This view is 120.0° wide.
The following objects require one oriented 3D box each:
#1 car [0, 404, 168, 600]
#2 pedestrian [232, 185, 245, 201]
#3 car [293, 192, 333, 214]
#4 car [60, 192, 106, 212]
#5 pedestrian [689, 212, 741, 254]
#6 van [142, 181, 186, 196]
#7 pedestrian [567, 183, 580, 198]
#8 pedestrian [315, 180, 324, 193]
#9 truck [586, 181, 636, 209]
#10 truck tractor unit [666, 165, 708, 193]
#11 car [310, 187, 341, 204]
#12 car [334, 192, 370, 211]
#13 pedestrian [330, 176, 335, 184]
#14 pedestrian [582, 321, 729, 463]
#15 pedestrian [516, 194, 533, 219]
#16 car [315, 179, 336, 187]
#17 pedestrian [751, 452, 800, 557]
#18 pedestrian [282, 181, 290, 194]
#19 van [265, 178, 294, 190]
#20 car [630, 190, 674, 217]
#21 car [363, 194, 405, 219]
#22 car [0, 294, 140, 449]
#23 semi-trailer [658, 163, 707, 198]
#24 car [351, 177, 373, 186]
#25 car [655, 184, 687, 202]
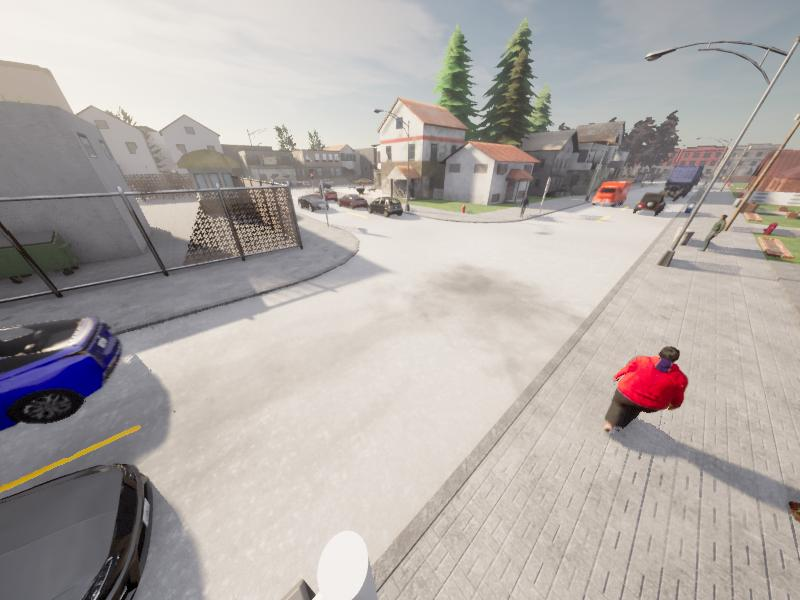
[{"bbox_3d":[-4.609,2.940,1.439,4.193,1.474,1.816,-23,37,-34],"label":"car"},{"bbox_3d":[-20.716,-13.719,29.653,0.751,1.860,0.751,-11,32,-18],"label":"pedestrian"},{"bbox_3d":[-9.255,-10.369,24.454,2.128,1.511,4.902,-23,37,-34],"label":"car"},{"bbox_3d":[-33.330,-10.450,24.440,1.816,1.474,4.193,-23,37,-34],"label":"car"},{"bbox_3d":[16.017,-3.428,11.827,0.751,1.860,0.751,20,35,30],"label":"pedestrian"},{"bbox_3d":[-37.916,-18.056,37.294,4.442,1.987,1.775,-22,37,-33],"label":"van"},{"bbox_3d":[24.966,-15.818,33.287,0.751,1.860,0.751,-22,37,-33],"label":"pedestrian"},{"bbox_3d":[-13.575,-19.096,38.948,0.751,1.860,0.751,27,39,38],"label":"pedestrian"},{"bbox_3d":[24.552,-12.327,26.883,5.204,2.467,2.627,-23,37,-34],"label":"truck"},{"bbox_3d":[51.741,-21.858,41.661,6.516,4.208,3.053,-23,37,-34],"label":"truck tractor unit"},{"bbox_3d":[-9.926,-13.902,30.558,2.007,1.525,4.514,-23,37,-34],"label":"car"},{"bbox_3d":[-5.423,-11.160,25.967,1.994,1.385,4.181,-24,38,-35],"label":"car"},{"bbox_3d":[-17.164,-30.584,58.862,0.751,1.860,0.751,-23,37,-34],"label":"pedestrian"},{"bbox_3d":[3.657,1.389,3.483,0.751,1.860,0.751,-25,38,-36],"label":"pedestrian"},{"bbox_3d":[10.668,-8.063,19.856,0.751,1.860,0.751,11,32,18],"label":"pedestrian"},{"bbox_3d":[-17.006,-26.646,52.681,3.806,1.475,1.970,-23,37,-34],"label":"car"},{"bbox_3d":[4.917,2.043,2.351,0.751,1.860,0.751,-22,37,-33],"label":"pedestrian"},{"bbox_3d":[-19.100,-18.831,38.713,0.751,1.860,0.751,-17,34,-27],"label":"pedestrian"},{"bbox_3d":[-24.518,-23.719,47.102,4.442,1.987,1.775,-23,37,-34],"label":"van"},{"bbox_3d":[24.643,-9.507,22.584,3.866,1.878,1.905,-23,37,-34],"label":"car"},{"bbox_3d":[-1.531,-8.899,21.812,1.851,1.617,3.988,-23,37,-34],"label":"car"},{"bbox_3d":[-7.776,1.637,3.645,4.514,1.525,2.007,-23,37,-34],"label":"car"},{"bbox_3d":[45.676,-19.407,37.202,14.254,4.402,2.717,-23,37,-34],"label":"semi-trailer"},{"bbox_3d":[-9.489,-29.842,58.111,5.366,1.575,1.801,-23,37,-34],"label":"car"},{"bbox_3d":[37.458,-14.889,31.920,4.605,1.855,1.932,-23,37,-33],"label":"car"}]
